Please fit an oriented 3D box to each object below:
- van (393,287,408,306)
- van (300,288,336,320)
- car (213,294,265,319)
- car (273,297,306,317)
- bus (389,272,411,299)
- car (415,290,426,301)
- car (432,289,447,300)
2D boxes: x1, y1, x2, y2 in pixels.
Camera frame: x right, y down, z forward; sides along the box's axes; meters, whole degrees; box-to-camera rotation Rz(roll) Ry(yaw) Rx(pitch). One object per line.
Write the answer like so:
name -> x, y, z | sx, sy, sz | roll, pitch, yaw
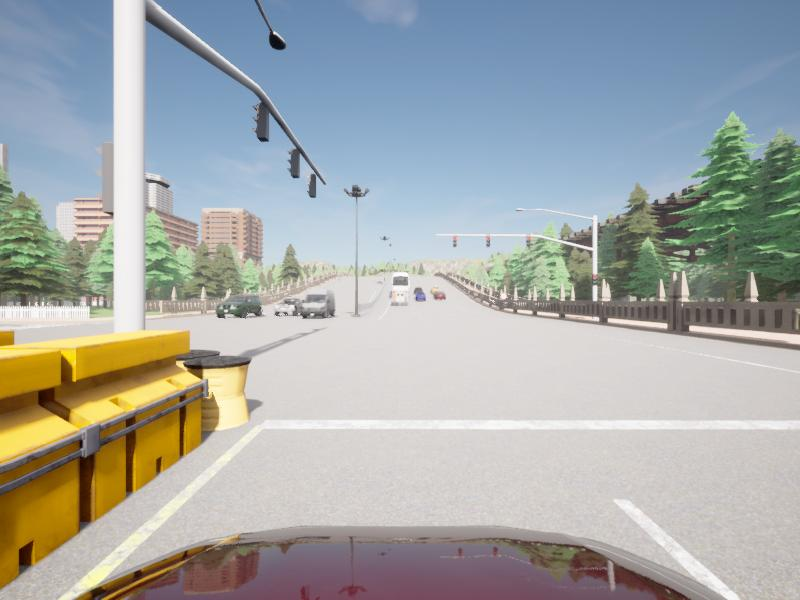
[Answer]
van -> 0.070, -0.617, 64.029 | 2.351, 2.431, 6.366 | 0, 5, 0
van -> -7.002, 0.314, 34.821 | 1.988, 2.561, 5.915 | 0, 0, 0
car -> -14.128, 0.563, 35.561 | 2.150, 2.045, 5.566 | 0, 0, 3
car -> -10.495, 0.642, 38.338 | 1.932, 1.855, 4.605 | 0, -1, 0
bus -> 0.018, -2.999, 76.753 | 3.944, 4.253, 10.273 | 0, 7, 0
car -> 3.601, -0.803, 70.369 | 1.816, 1.474, 4.193 | 0, 7, 0
car -> 7.114, -1.053, 72.377 | 2.163, 1.488, 4.792 | 0, 7, 0
